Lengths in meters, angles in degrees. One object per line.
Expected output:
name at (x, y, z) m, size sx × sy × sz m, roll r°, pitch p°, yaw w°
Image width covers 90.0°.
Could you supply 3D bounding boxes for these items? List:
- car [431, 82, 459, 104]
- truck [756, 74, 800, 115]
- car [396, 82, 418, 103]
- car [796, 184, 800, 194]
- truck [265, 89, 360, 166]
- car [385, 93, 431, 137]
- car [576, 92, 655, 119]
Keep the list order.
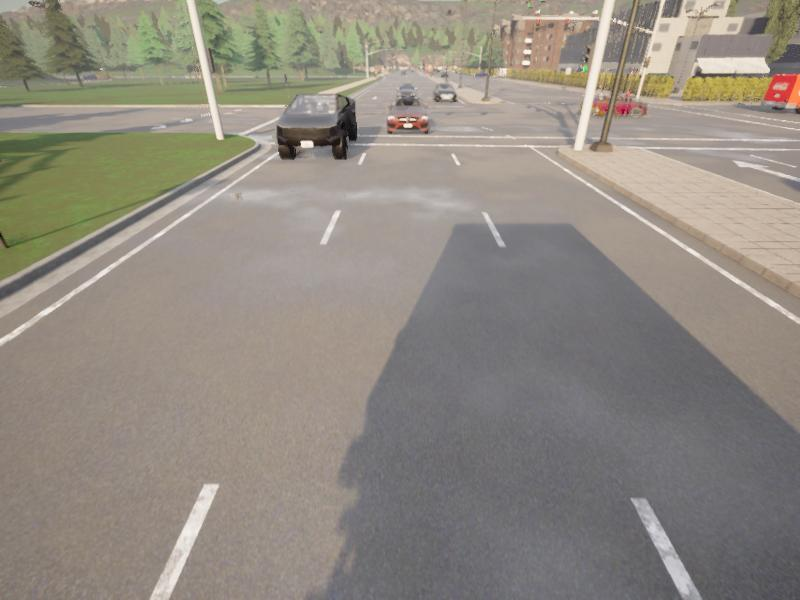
car at (4.187, -19.573, 37.761) m, size 2.033 × 1.649 × 4.856 m, roll 0°, pitch 30°, yaw 0°
truck at (29.657, -14.764, 28.651) m, size 5.204 × 2.467 × 2.627 m, roll 0°, pitch 30°, yaw 1°
car at (0.665, -20.495, 39.431) m, size 2.038 × 1.542 × 4.974 m, roll 0°, pitch 31°, yaw 0°
car at (11.748, -2.349, 8.477) m, size 1.837 × 1.490 × 4.892 m, roll 0°, pitch 30°, yaw 1°
truck at (-3.152, -7.205, 16.214) m, size 2.390 × 2.098 × 6.274 m, roll 0°, pitch 30°, yaw 1°
car at (0.415, -9.967, 21.384) m, size 2.152 × 1.651 × 5.027 m, roll 0°, pitch 30°, yaw 1°
car at (14.508, -13.249, 27.192) m, size 4.181 × 1.385 × 1.994 m, roll 6°, pitch 31°, yaw 11°
